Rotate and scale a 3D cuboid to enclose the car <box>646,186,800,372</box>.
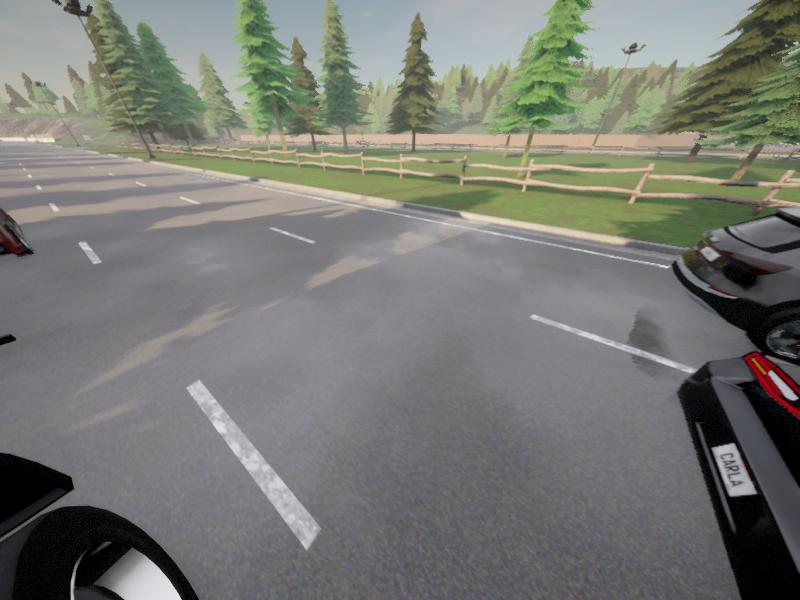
[{"bbox_3d":[6.374,0.125,2.374,4.856,1.649,2.033,22,41,28],"label":"car"}]

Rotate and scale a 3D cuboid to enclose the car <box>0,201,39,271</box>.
[{"bbox_3d":[-10.201,-1.608,4.959,4.181,1.385,1.994,22,40,27],"label":"car"}]

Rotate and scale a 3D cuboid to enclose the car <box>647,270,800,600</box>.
[{"bbox_3d":[4.122,1.712,0.198,4.974,1.542,2.038,22,41,28],"label":"car"}]

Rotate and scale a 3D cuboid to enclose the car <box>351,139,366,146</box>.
[{"bbox_3d":[-13.402,-50.976,74.680,4.605,1.855,1.932,22,41,28],"label":"car"}]
